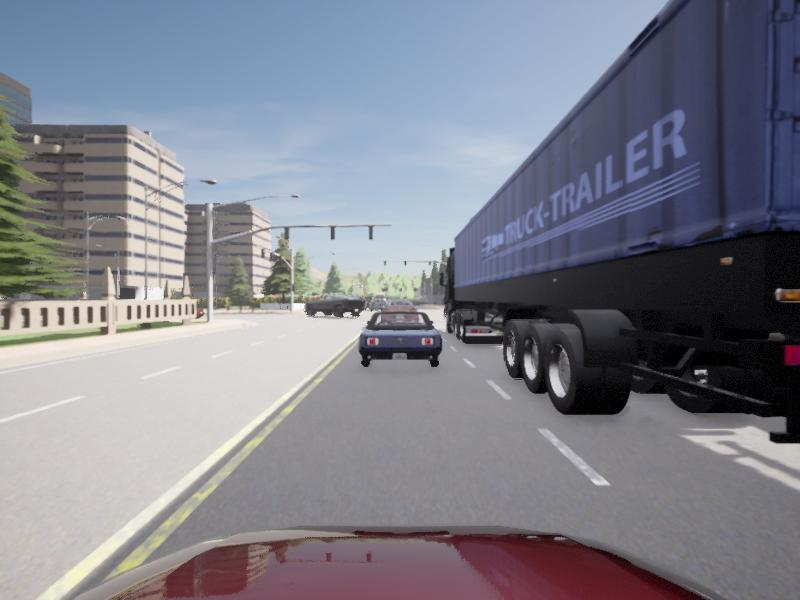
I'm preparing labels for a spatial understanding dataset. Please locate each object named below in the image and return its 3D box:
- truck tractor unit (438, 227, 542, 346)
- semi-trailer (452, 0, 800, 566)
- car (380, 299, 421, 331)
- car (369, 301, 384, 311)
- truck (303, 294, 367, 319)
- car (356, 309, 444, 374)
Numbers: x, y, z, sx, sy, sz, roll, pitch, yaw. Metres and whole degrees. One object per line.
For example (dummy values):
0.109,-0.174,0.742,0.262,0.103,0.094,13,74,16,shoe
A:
3.499,-0.509,17.404,3.053,4.208,6.516,0,0,0,truck tractor unit
3.505,-0.612,9.492,2.717,4.402,14.254,0,0,0,semi-trailer
-0.032,0.795,23.233,2.152,1.651,5.027,0,0,-1,car
-3.497,0.865,60.815,2.038,1.542,4.974,0,0,0,car
-6.192,0.566,37.352,6.274,2.098,2.390,0,-1,41,truck
0.004,0.951,11.015,1.895,1.301,4.718,0,0,0,car
